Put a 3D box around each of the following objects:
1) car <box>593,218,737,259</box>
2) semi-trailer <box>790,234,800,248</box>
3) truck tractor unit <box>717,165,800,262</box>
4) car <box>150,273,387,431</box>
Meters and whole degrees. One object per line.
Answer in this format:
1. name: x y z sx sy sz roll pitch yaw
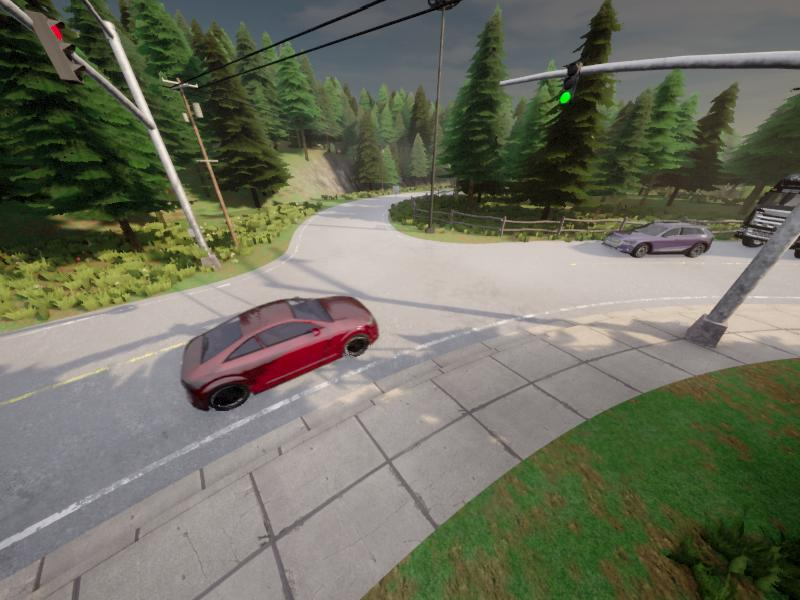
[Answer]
1. car: 13.963 -3.365 12.511 4.856 1.649 2.033 0 30 0
2. semi-trailer: 30.635 -4.395 11.504 14.254 4.402 2.717 1 30 1
3. truck tractor unit: 22.726 -4.415 11.743 6.516 4.208 3.053 1 30 1
4. car: -2.644 0.779 5.596 4.181 1.385 1.994 -19 35 -29
